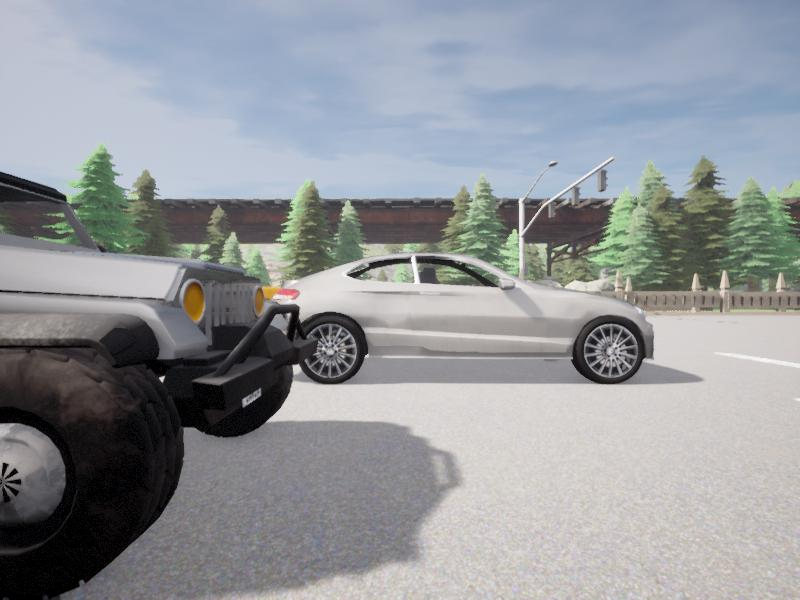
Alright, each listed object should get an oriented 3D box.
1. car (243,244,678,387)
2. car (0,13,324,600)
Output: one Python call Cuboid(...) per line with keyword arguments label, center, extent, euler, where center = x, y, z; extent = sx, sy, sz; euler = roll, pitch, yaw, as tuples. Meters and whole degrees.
Cuboid(label="car", center=(0.699, 0.181, 5.701), extent=(5.027, 1.651, 2.152), euler=(0, 0, 0))
Cuboid(label="car", center=(-2.535, 0.046, 2.201), extent=(3.866, 1.878, 1.905), euler=(0, 0, 0))
